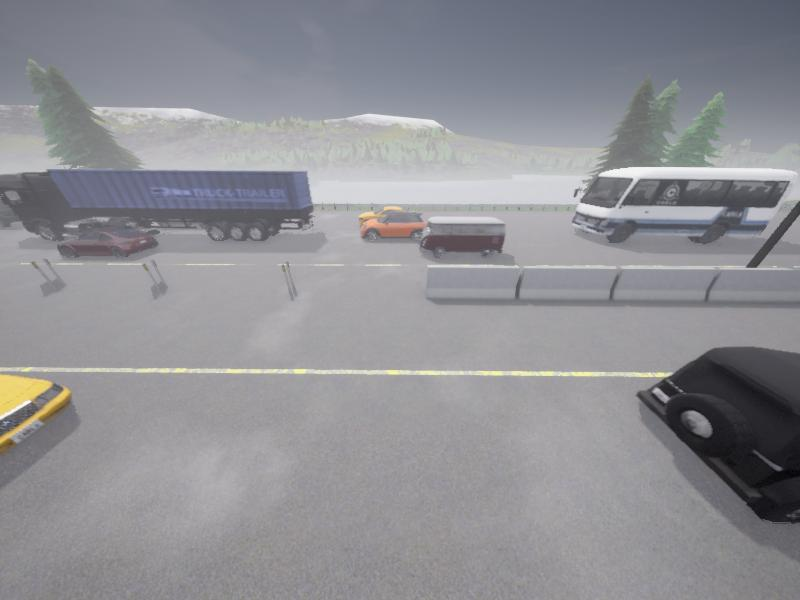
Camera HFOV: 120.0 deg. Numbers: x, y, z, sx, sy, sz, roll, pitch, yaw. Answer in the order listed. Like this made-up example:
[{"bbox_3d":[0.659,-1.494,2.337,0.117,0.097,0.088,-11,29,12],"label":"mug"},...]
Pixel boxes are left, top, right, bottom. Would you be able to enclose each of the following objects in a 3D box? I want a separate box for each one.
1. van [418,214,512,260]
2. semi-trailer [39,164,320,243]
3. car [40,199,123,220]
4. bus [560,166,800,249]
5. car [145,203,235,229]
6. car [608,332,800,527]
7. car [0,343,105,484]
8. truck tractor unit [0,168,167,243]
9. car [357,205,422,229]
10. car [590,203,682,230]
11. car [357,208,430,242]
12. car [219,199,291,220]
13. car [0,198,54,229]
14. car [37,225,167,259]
[{"bbox_3d":[3.278,-3.467,12.626,4.442,1.987,1.775,0,30,0],"label":"van"},{"bbox_3d":[-13.180,-6.361,15.199,14.254,4.402,2.717,0,30,1],"label":"semi-trailer"},{"bbox_3d":[-30.345,-8.694,22.138,4.514,1.525,2.007,0,30,0],"label":"car"},{"bbox_3d":[17.351,-6.058,14.861,10.273,4.253,3.944,1,30,0],"label":"bus"},{"bbox_3d":[-16.973,-6.915,18.961,5.027,1.651,2.152,0,30,1],"label":"car"},{"bbox_3d":[6.273,1.841,3.526,3.866,1.878,1.905,0,30,1],"label":"car"},{"bbox_3d":[-8.944,1.895,3.744,5.366,1.575,1.801,0,30,1],"label":"car"},{"bbox_3d":[-21.097,-6.320,15.317,6.516,4.208,3.053,0,30,1],"label":"truck tractor unit"},{"bbox_3d":[-0.813,-6.795,18.837,5.008,1.535,1.882,1,30,0],"label":"car"},{"bbox_3d":[18.741,-6.752,18.627,4.611,1.667,2.242,0,30,1],"label":"car"},{"bbox_3d":[-0.379,-5.154,15.737,4.553,1.767,2.097,0,30,1],"label":"car"},{"bbox_3d":[-13.634,-8.630,21.974,5.366,1.575,1.801,0,30,0],"label":"car"},{"bbox_3d":[-33.371,-7.182,19.004,5.566,2.045,2.150,1,30,0],"label":"car"},{"bbox_3d":[-16.390,-3.303,12.956,4.181,1.385,1.994,0,30,1],"label":"car"}]
